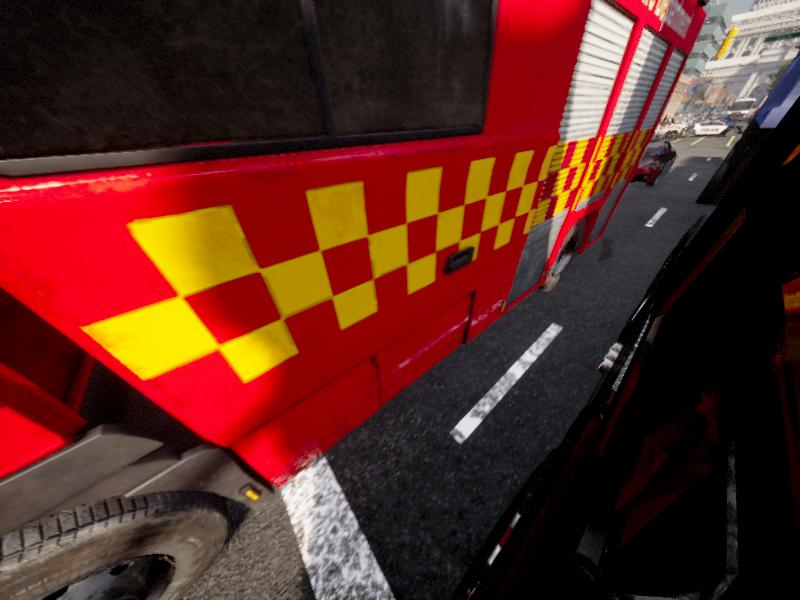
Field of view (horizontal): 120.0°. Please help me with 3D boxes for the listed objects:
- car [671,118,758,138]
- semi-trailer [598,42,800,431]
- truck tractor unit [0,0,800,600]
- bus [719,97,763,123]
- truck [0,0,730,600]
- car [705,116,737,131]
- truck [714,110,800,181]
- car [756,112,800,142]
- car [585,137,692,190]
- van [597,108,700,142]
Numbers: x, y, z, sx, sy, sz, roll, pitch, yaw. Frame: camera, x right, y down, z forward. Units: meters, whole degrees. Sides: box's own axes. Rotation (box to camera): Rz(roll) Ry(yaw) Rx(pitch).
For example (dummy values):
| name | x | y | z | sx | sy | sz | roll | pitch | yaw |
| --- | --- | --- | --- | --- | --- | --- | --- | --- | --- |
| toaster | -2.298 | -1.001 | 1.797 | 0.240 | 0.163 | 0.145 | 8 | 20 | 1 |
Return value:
| name | x | y | z | sx | sy | sz | roll | pitch | yaw |
| --- | --- | --- | --- | --- | --- | --- | --- | --- | --- |
| car | 32.604 | -18.029 | 24.251 | 4.974 | 1.542 | 2.038 | 18 | 42 | 26 |
| semi-trailer | 8.685 | -3.622 | 4.230 | 14.254 | 4.402 | 2.717 | -28 | 44 | -30 |
| truck tractor unit | 2.645 | -0.295 | 0.351 | 6.516 | 4.208 | 3.053 | -28 | 44 | -30 |
| bus | 79.381 | -44.288 | 53.888 | 10.273 | 4.253 | 3.944 | -28 | 44 | -30 |
| truck | -0.337 | -1.344 | 2.274 | 8.468 | 3.827 | 2.891 | -28 | 44 | -29 |
| car | 44.650 | -24.563 | 32.160 | 5.008 | 1.535 | 1.882 | -28 | 44 | -30 |
| truck | 16.433 | -6.847 | 9.981 | 6.274 | 2.098 | 2.390 | -28 | 44 | -30 |
| car | 32.161 | -13.487 | 17.960 | 1.932 | 1.855 | 4.605 | 2 | 38 | 7 |
| car | 9.920 | -5.810 | 9.598 | 4.181 | 1.385 | 1.994 | -28 | 44 | -30 |
| van | 24.692 | -17.566 | 23.395 | 2.351 | 2.431 | 6.366 | -29 | 44 | -30 |
